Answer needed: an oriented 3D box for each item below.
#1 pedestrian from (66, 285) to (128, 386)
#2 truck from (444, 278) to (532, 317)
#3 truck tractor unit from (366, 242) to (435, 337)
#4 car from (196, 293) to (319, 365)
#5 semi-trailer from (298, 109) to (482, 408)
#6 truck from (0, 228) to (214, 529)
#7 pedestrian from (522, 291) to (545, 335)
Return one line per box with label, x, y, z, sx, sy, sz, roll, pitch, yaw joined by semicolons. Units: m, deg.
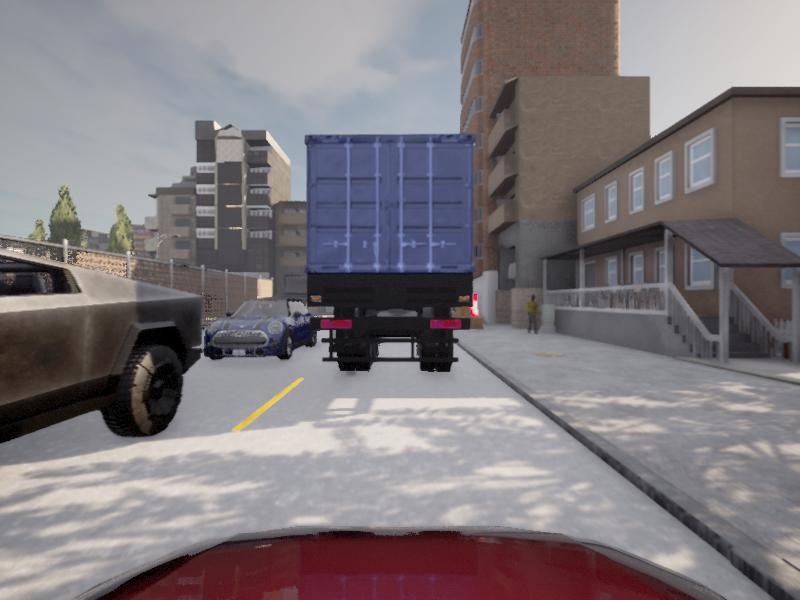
pedestrian;-5.867;0.649;7.790;0.751;1.860;0.751;0;0;-17
truck;8.953;-0.262;41.278;8.468;3.827;2.891;0;0;0
truck tractor unit;0.029;-0.491;20.939;3.053;4.208;6.516;0;0;0
car;-3.981;0.712;12.138;2.097;1.767;4.553;0;0;0
semi-trailer;-0.057;-0.598;13.027;2.717;4.402;14.254;0;0;1
truck;-3.987;0.547;2.845;2.390;2.098;6.274;0;0;0
pedestrian;5.739;0.558;17.215;0.751;1.860;0.751;0;0;-2
